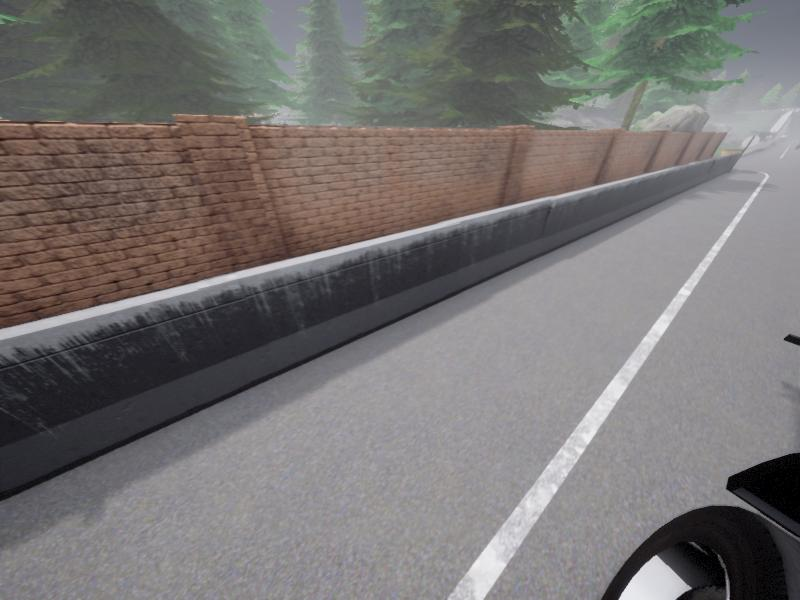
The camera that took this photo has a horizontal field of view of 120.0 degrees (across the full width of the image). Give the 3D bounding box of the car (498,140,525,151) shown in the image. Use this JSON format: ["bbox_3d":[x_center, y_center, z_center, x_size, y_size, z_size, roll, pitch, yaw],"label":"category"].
[{"bbox_3d":[19.713,-27.348,40.898,1.789,1.549,3.705,-22,41,-28],"label":"car"}]

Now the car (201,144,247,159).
[{"bbox_3d":[-25.024,-21.345,33.061,4.856,1.649,2.033,-18,39,-23],"label":"car"}]

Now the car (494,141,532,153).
[{"bbox_3d":[18.294,-24.970,37.568,2.128,1.511,4.902,-22,41,-28],"label":"car"}]

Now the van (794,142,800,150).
[{"bbox_3d":[73.899,-28.604,41.584,5.915,2.561,1.988,-23,41,-28],"label":"van"}]

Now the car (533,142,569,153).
[{"bbox_3d":[23.649,-24.051,36.329,1.994,1.385,4.181,-22,40,-27],"label":"car"}]
